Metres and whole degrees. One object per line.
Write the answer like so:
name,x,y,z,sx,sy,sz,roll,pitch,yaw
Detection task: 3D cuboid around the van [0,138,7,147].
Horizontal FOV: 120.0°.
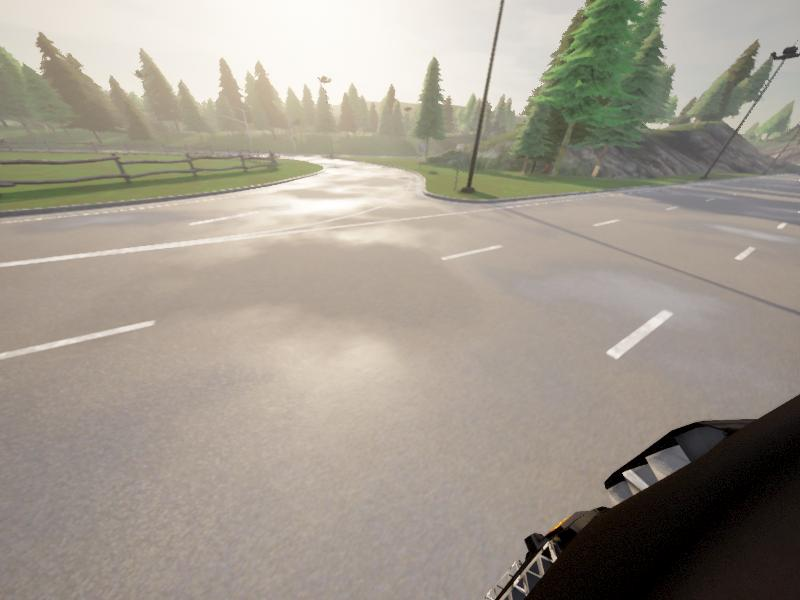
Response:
van,-66.088,-24.747,34.945,5.915,2.561,1.988,-16,38,-26
